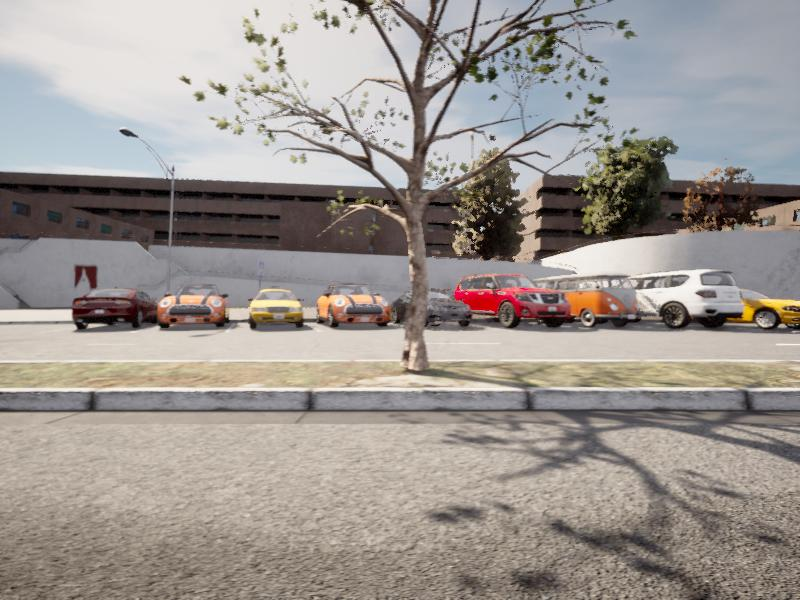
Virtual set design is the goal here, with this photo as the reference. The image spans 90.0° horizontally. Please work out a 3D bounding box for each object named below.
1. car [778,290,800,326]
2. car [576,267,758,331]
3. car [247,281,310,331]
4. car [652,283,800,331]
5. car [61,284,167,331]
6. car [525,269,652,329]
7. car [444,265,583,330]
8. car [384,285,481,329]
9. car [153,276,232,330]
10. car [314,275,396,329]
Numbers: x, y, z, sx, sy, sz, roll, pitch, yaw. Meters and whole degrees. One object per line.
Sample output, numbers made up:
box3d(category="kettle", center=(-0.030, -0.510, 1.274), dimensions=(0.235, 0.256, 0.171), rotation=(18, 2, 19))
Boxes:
box3d(category="car", center=(18.840, 0.325, 15.815), dimensions=(1.946, 1.575, 5.366), rotation=(1, -1, -20))
box3d(category="car", center=(9.964, 0.001, 15.680), dimensions=(2.435, 2.045, 5.566), rotation=(0, -1, -20))
box3d(category="car", center=(-4.836, 0.233, 15.497), dimensions=(1.946, 1.575, 5.366), rotation=(0, -1, -20))
box3d(category="car", center=(12.953, 0.273, 15.654), dimensions=(2.097, 1.535, 5.008), rotation=(1, -1, -20))
box3d(category="car", center=(-10.859, 0.276, 15.669), dimensions=(2.097, 1.535, 5.008), rotation=(0, -1, -20))
box3d(category="car", center=(7.041, 0.011, 15.550), dimensions=(1.878, 1.987, 4.442), rotation=(1, -1, -20))
box3d(category="car", center=(4.038, -0.022, 15.637), dimensions=(2.435, 2.045, 5.566), rotation=(1, -1, -20))
box3d(category="car", center=(1.045, 0.266, 15.665), dimensions=(2.002, 1.452, 4.674), rotation=(0, -1, -20))
box3d(category="car", center=(-7.892, 0.130, 15.706), dimensions=(2.185, 1.767, 4.553), rotation=(0, -1, -20))
box3d(category="car", center=(-1.940, 0.106, 15.697), dimensions=(2.185, 1.767, 4.553), rotation=(0, -1, -20))
